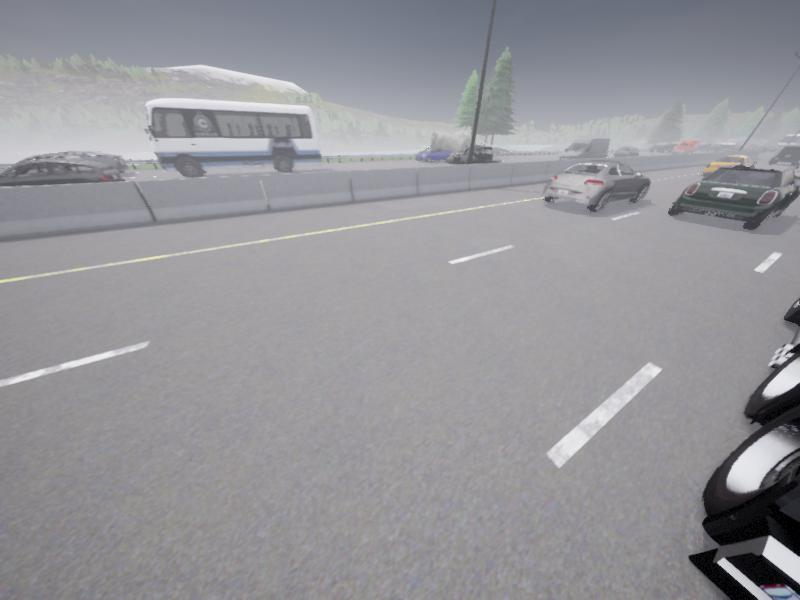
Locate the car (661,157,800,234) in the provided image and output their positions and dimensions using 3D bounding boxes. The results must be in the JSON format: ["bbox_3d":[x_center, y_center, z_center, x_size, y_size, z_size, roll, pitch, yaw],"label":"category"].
[{"bbox_3d":[12.071,-3.872,8.118,4.553,1.767,2.097,-18,39,-24],"label":"car"}]

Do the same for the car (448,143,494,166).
[{"bbox_3d":[7.913,-16.360,25.926,4.605,1.855,1.932,-19,39,-23],"label":"car"}]

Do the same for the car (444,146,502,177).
[{"bbox_3d":[5.712,-11.076,18.316,3.866,1.878,1.905,-18,39,-24],"label":"car"}]

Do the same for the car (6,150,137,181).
[{"bbox_3d":[-21.642,-9.174,15.628,4.514,1.525,2.007,-18,39,-24],"label":"car"}]

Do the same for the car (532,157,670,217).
[{"bbox_3d":[8.416,-4.942,9.768,5.027,1.651,2.152,-18,39,-24],"label":"car"}]

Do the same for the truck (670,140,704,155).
[{"bbox_3d":[61.154,-32.598,49.276,5.204,2.467,2.627,-18,39,-24],"label":"truck"}]

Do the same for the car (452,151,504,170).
[{"bbox_3d":[7.656,-13.736,22.678,4.718,1.301,1.895,-18,39,-24],"label":"car"}]

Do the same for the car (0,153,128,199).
[{"bbox_3d":[-16.805,-6.150,11.263,3.988,1.617,1.851,-18,39,-24],"label":"car"}]

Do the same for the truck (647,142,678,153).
[{"bbox_3d":[61.114,-35.517,53.791,6.274,2.098,2.390,-18,39,-24],"label":"truck"}]

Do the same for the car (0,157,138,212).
[{"bbox_3d":[-13.850,-4.767,9.352,3.705,1.549,1.789,-18,39,-24],"label":"car"}]

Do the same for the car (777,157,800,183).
[{"bbox_3d":[28.548,-8.940,15.839,3.806,1.475,1.970,-18,39,-24],"label":"car"}]

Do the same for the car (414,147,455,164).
[{"bbox_3d":[4.094,-17.292,27.548,4.514,1.525,2.007,-18,39,-24],"label":"car"}]

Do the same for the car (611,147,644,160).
[{"bbox_3d":[34.518,-22.283,35.066,4.193,1.474,1.816,-17,39,-24],"label":"car"}]

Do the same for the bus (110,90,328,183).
[{"bbox_3d":[-11.094,-11.246,16.326,10.273,4.253,3.944,-18,39,-24],"label":"bus"}]

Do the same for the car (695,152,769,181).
[{"bbox_3d":[25.286,-10.246,17.592,5.366,1.575,1.801,-18,39,-24],"label":"car"}]

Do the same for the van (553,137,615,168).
[{"bbox_3d":[19.544,-15.707,24.541,5.915,2.561,1.988,-17,39,-24],"label":"van"}]

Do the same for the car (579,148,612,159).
[{"bbox_3d":[31.184,-23.452,36.869,4.718,1.301,1.895,-18,39,-24],"label":"car"}]

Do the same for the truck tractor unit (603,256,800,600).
[{"bbox_3d":[5.098,-0.313,0.801,6.516,4.208,3.053,-19,39,-25],"label":"truck tractor unit"}]
